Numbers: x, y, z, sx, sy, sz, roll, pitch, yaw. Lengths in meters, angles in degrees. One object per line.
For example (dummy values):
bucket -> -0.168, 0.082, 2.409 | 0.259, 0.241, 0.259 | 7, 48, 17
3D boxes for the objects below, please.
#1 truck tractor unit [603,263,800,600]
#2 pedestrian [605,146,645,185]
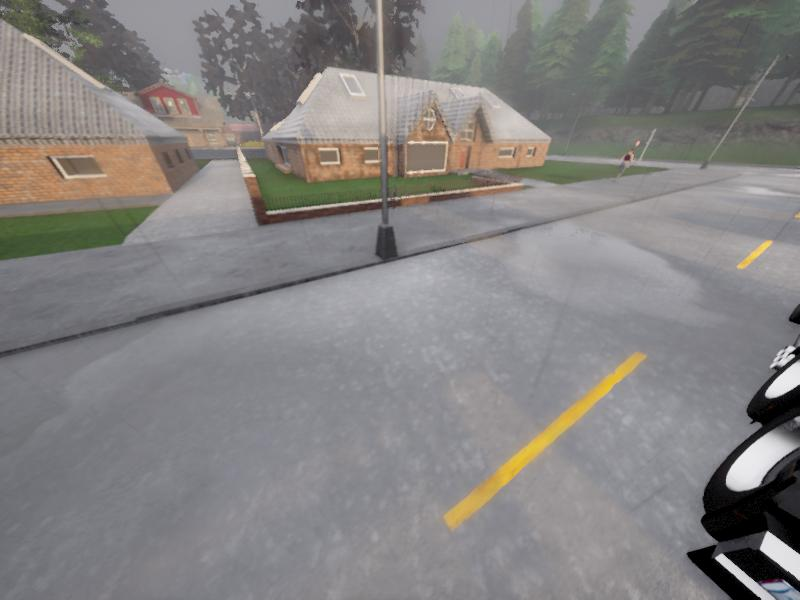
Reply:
truck tractor unit -> 5.115, -0.294, 0.799 | 6.516, 4.208, 3.053 | -18, 39, -25
pedestrian -> 13.120, -7.872, 13.535 | 0.751, 1.860, 0.751 | -15, 38, -21
